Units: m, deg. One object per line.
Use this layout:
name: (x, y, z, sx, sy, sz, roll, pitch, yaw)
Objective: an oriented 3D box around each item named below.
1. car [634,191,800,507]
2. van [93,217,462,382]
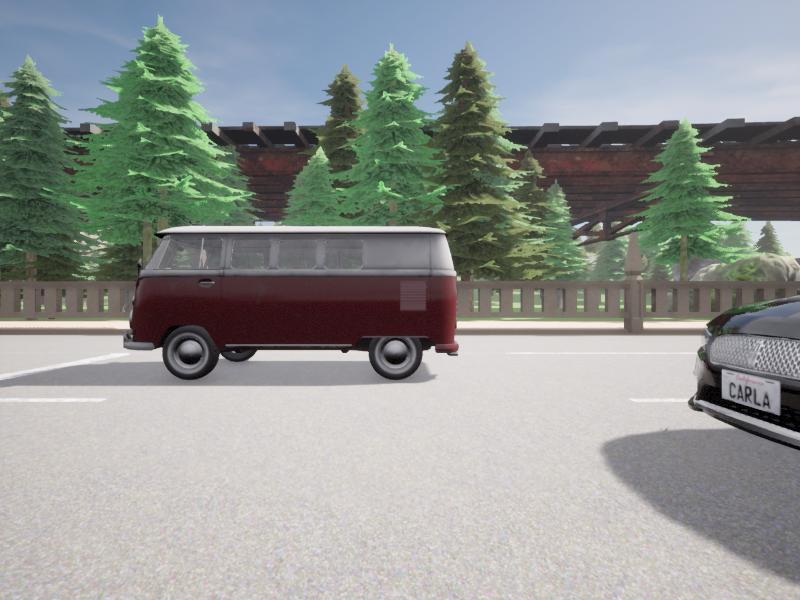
car: (4.363, 0.237, 2.200, 4.902, 1.511, 2.128, 0, 0, 0)
van: (-1.470, -0.002, 5.700, 4.442, 1.987, 1.775, 0, 0, 0)
